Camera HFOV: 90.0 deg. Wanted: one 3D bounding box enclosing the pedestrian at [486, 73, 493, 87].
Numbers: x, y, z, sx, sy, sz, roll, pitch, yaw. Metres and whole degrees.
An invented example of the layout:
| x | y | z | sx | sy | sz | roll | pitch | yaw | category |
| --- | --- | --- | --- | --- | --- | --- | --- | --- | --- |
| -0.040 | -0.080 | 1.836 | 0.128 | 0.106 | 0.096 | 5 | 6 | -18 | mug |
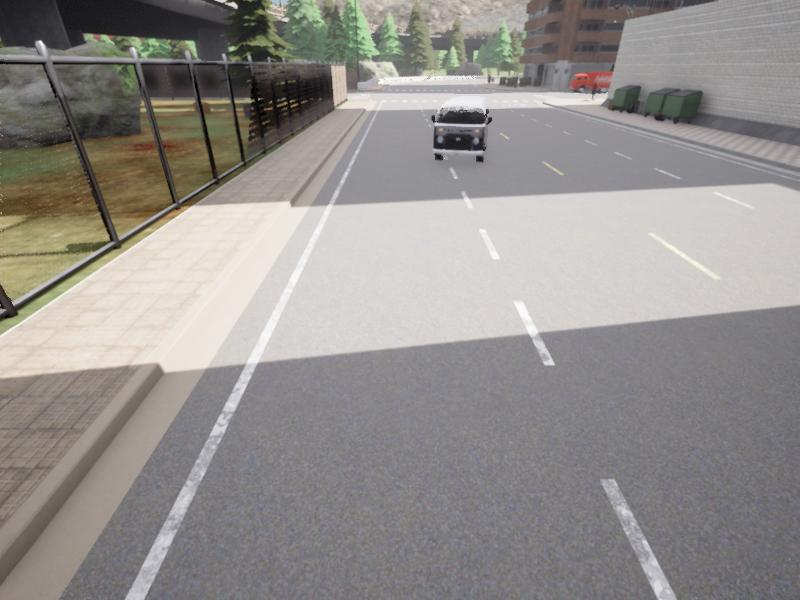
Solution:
| x | y | z | sx | sy | sz | roll | pitch | yaw | category |
| --- | --- | --- | --- | --- | --- | --- | --- | --- | --- |
| 14.544 | -35.713 | 64.927 | 0.751 | 1.860 | 0.751 | 2 | 30 | 3 | pedestrian |

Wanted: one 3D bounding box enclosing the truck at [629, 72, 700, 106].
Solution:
| x | y | z | sx | sy | sz | roll | pitch | yaw | category |
| --- | --- | --- | --- | --- | --- | --- | --- | --- | --- |
| 23.467 | -18.979 | 35.909 | 2.615 | 2.467 | 5.204 | 0 | 30 | 0 | truck |

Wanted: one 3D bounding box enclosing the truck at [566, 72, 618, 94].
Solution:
| x | y | z | sx | sy | sz | roll | pitch | yaw | category |
| --- | --- | --- | --- | --- | --- | --- | --- | --- | --- |
| 25.286 | -28.788 | 52.958 | 5.204 | 2.467 | 2.627 | 0 | 30 | 0 | truck |

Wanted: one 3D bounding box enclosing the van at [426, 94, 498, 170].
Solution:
| x | y | z | sx | sy | sz | roll | pitch | yaw | category |
| --- | --- | --- | --- | --- | --- | --- | --- | --- | --- |
| 2.432 | -6.484 | 15.081 | 2.069 | 2.038 | 4.480 | 7 | 31 | 12 | van |

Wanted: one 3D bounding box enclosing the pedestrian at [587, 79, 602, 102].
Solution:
| x | y | z | sx | sy | sz | roll | pitch | yaw | category |
| --- | --- | --- | --- | --- | --- | --- | --- | --- | --- |
| 18.401 | -19.795 | 37.821 | 0.751 | 1.860 | 0.751 | 22 | 37 | 33 | pedestrian |
